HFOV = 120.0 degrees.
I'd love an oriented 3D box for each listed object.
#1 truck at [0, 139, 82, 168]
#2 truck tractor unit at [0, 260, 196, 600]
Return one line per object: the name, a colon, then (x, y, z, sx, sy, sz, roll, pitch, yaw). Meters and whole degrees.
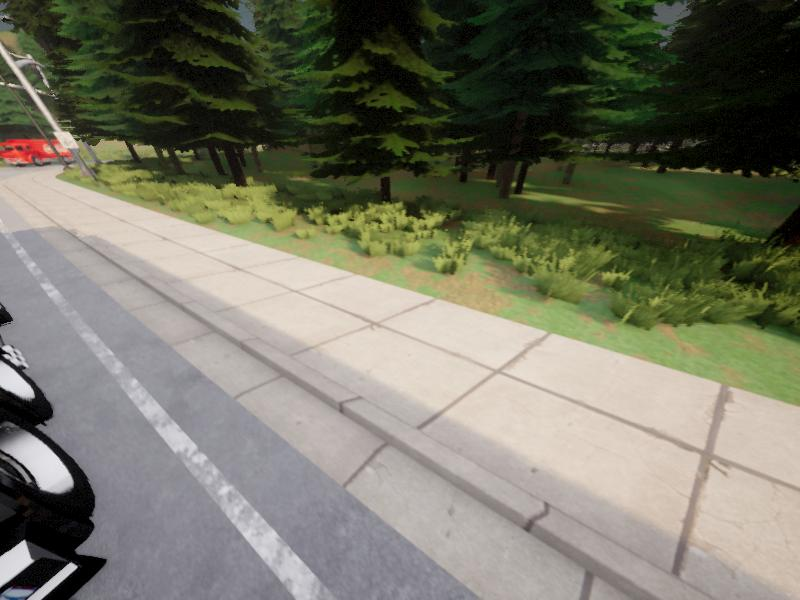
truck: (-40.485, -16.382, 25.737, 2.627, 2.467, 5.204, -4, 35, -6)
truck tractor unit: (-5.105, -0.307, 0.790, 6.516, 4.208, 3.053, 19, 39, 24)
